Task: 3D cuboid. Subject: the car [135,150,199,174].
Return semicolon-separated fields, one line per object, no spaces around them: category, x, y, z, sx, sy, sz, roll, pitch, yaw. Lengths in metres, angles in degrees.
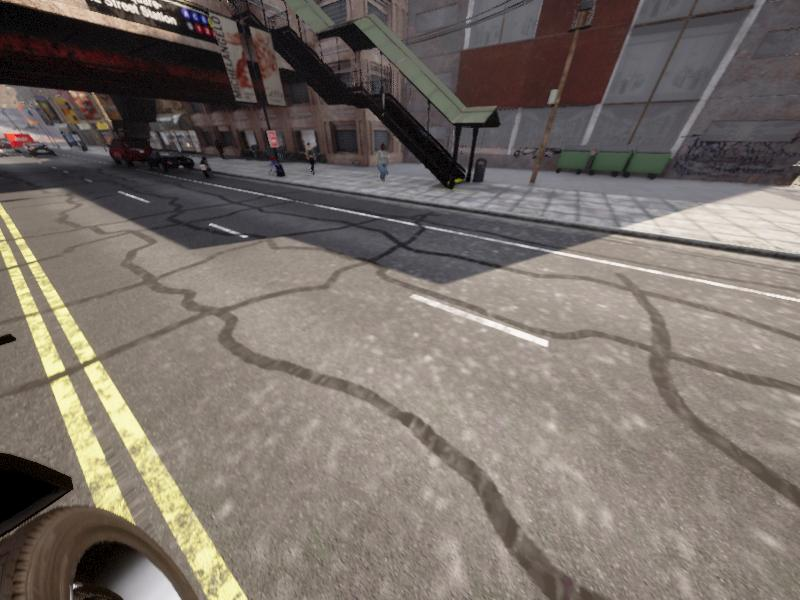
car;-18.264;-10.930;18.122;4.718;1.301;1.895;20;40;26

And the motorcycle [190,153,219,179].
motorcycle;-12.775;-8.842;15.191;0.764;1.277;2.356;-17;39;-22

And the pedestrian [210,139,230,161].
pedestrian;-17.984;-14.999;23.107;0.751;1.860;0.751;15;38;20

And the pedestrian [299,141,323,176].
pedestrian;-5.643;-8.991;14.690;0.751;1.860;0.751;22;40;27

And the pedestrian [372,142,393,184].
pedestrian;-0.924;-7.270;12.287;0.751;1.860;0.751;-26;43;-32

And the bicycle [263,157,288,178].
bicycle;-7.747;-8.248;14.365;1.643;1.024;0.373;20;30;26

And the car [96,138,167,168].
car;-24.509;-13.536;21.132;5.566;2.045;2.435;20;40;26

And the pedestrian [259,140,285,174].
pedestrian;-8.571;-9.588;15.512;0.751;1.860;0.751;19;39;24

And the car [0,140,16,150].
car;-76.520;-29.438;43.820;4.181;1.385;1.994;8;36;11

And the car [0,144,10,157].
car;-51.391;-18.918;28.935;3.988;1.617;1.851;20;40;26

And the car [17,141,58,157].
car;-47.945;-20.014;30.543;4.974;1.542;2.038;20;40;26

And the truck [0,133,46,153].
truck;-58.566;-24.358;35.824;5.204;2.467;2.627;20;40;26
